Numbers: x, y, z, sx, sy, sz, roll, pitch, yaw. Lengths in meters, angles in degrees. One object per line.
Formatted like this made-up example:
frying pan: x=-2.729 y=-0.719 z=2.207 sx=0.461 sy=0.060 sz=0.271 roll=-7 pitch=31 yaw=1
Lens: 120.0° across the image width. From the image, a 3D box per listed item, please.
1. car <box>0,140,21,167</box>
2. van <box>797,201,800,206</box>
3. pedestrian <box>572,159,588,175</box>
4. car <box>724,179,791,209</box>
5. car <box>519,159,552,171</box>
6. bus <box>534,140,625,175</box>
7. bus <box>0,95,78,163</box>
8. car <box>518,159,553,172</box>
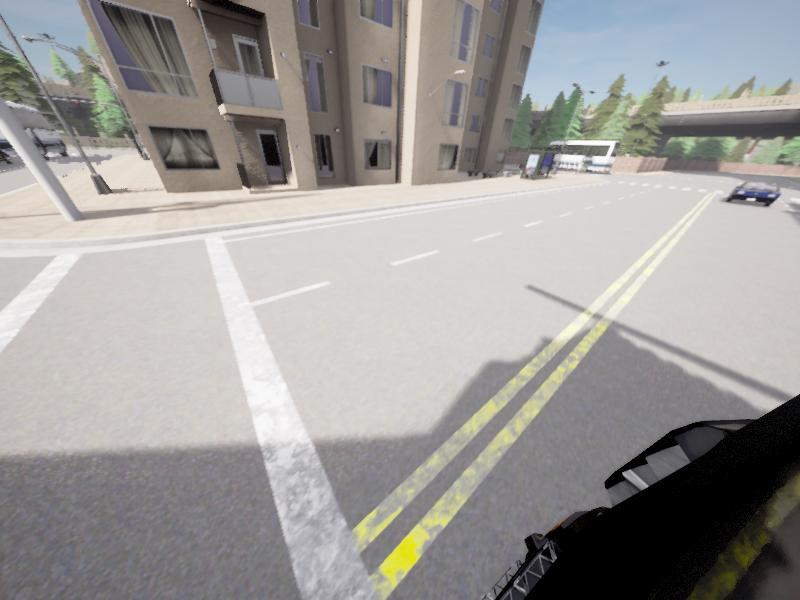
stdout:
car: x=-28.917 y=-10.073 z=15.823 sx=1.845 sy=1.501 sz=3.633 roll=-22 pitch=41 yaw=-33
van: x=26.259 y=-6.215 z=13.150 sx=6.366 sy=2.431 sz=2.351 roll=-22 pitch=40 yaw=-32
pedestrian: x=24.350 y=-17.990 z=31.296 sx=0.751 sy=1.860 sz=0.751 roll=-3 pitch=34 yaw=-9
car: x=23.939 y=-7.273 z=15.622 sx=4.718 sy=1.301 sz=1.895 roll=-22 pitch=40 yaw=-32
car: x=22.954 y=-22.977 z=39.274 sx=1.994 sy=1.385 sz=4.181 roll=-23 pitch=41 yaw=-33
bus: x=28.500 y=-23.318 z=37.567 sx=3.944 sy=4.253 sz=10.273 roll=-20 pitch=40 yaw=-31
bus: x=-33.982 y=-14.777 z=20.131 sx=3.944 sy=4.253 sz=10.273 roll=-22 pitch=41 yaw=-33
car: x=21.232 y=-21.214 z=36.369 sx=1.816 sy=1.474 sz=4.193 roll=-22 pitch=41 yaw=-33
